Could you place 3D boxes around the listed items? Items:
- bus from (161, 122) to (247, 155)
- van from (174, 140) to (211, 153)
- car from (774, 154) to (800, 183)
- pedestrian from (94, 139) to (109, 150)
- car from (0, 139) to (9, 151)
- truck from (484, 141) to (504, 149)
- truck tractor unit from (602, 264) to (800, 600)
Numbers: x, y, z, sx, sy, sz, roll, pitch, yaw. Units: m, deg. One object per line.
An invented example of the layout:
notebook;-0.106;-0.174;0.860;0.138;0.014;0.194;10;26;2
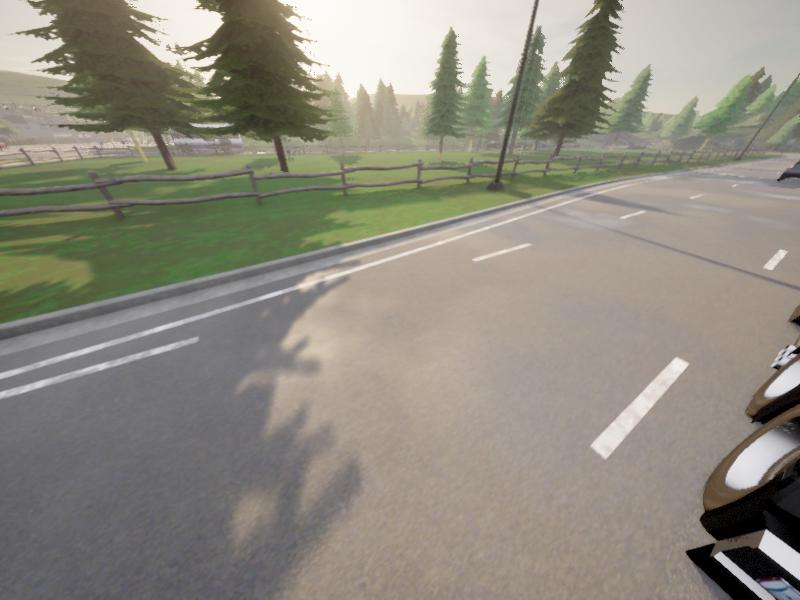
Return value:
bus;-33.359;-28.081;40.348;10.273;4.253;3.944;-18;39;-24
van;-37.856;-28.088;42.291;4.442;1.987;1.775;-18;39;-24
car;28.979;-9.275;16.265;3.988;1.617;1.851;-18;39;-24
pedestrian;-59.509;-31.019;46.059;0.751;1.860;0.751;-12;37;-17
car;-79.889;-30.192;44.973;1.905;1.878;3.866;-18;39;-25
truck;32.115;-52.984;78.754;6.274;2.098;2.390;-18;39;-24
truck tractor unit;5.115;-0.294;0.788;6.516;4.208;3.053;-18;39;-24
